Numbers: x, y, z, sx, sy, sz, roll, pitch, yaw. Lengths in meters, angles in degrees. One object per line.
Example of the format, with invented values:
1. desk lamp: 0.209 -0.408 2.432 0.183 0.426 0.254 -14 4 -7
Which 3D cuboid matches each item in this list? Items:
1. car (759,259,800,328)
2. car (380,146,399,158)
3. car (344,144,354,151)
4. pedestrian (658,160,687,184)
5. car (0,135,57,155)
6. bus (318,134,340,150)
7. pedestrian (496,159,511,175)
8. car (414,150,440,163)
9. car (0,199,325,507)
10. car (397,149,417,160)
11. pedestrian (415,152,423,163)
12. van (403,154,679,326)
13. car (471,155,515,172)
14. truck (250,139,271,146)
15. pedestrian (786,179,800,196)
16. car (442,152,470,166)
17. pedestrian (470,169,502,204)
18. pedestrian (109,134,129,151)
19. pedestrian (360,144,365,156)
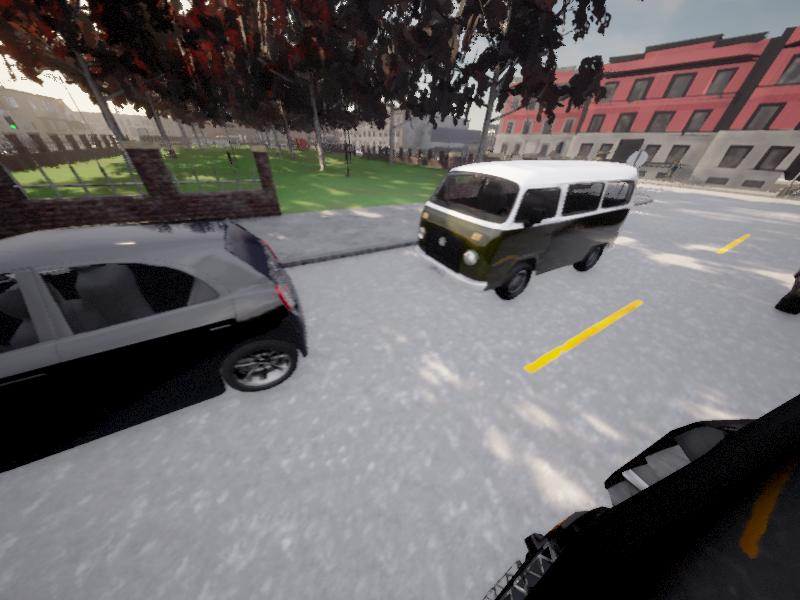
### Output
1. car: 8.338 -0.473 3.698 3.988 1.617 1.851 -16 38 -26
2. car: -2.160 -30.686 47.818 1.932 1.855 4.605 -16 38 -26
3. car: -16.609 -49.466 74.844 1.905 1.878 3.866 -16 38 -26
4. pedestrian: 25.080 -11.818 21.301 0.751 1.860 0.751 -11 36 -20
5. car: -38.036 -15.873 23.600 1.845 1.501 3.633 -16 38 -26
6. bus: -24.320 -53.834 78.708 3.944 4.253 10.273 -16 39 -26
7. pedestrian: 10.104 -13.032 22.602 0.751 1.300 0.751 -24 42 -34
8. car: 4.439 -23.970 38.562 2.007 1.525 4.514 -16 38 -26
9. car: -2.822 0.228 1.966 3.633 1.501 1.845 -16 38 -26
10. car: 1.323 -27.047 42.985 1.970 1.475 3.806 -16 38 -25
11. pedestrian: 2.729 -20.334 32.994 0.751 1.300 0.751 -16 38 -26
12. van: 2.562 -1.543 4.513 4.480 2.038 2.069 -16 38 -26
13. car: 11.404 -17.028 28.706 1.837 1.490 4.892 -17 38 -26
14. truck: -52.638 -59.476 87.147 6.274 2.098 2.390 -16 38 -26
15. pedestrian: 30.038 -8.738 17.042 0.751 1.860 0.751 -16 38 -26
16. car: 8.038 -20.403 33.460 1.789 1.549 3.705 -16 38 -26
17. pedestrian: 3.814 -5.102 10.345 0.751 1.300 0.751 -16 38 -25
18. pedestrian: -36.308 -20.340 29.853 0.751 1.860 0.751 -16 38 -26
19. pedestrian: -7.597 -30.420 46.837 0.751 1.860 0.751 -14 37 -23
